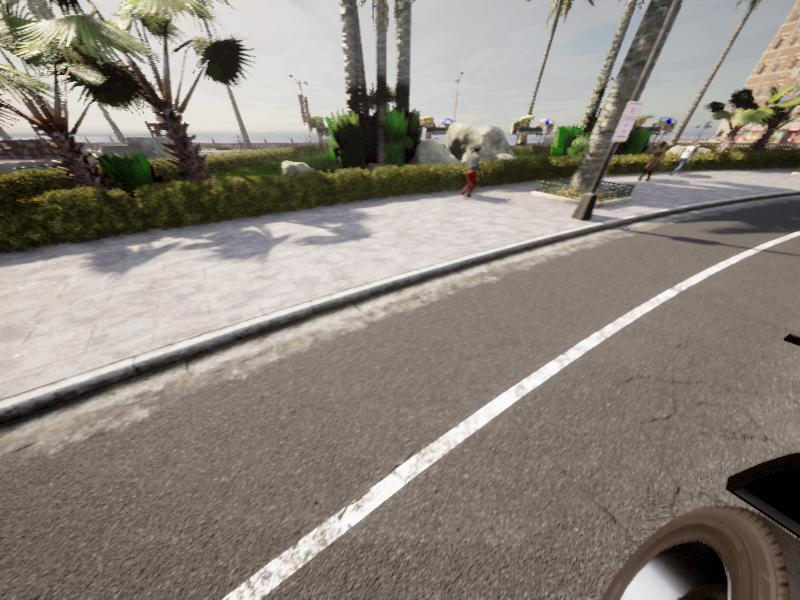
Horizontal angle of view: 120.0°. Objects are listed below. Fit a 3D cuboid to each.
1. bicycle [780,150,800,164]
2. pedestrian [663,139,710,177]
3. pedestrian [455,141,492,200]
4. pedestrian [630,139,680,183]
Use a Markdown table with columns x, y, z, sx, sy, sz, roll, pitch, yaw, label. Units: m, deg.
| x | y | z | sx | sy | sz | roll | pitch | yaw | label |
| --- | --- | --- | --- | --- | --- | --- | --- | --- | --- |
| 34.171 | -12.271 | 19.793 | 1.643 | 1.024 | 0.373 | 2 | 36 | 3 | bicycle |
| 16.805 | -8.367 | 13.604 | 0.751 | 1.860 | 0.751 | -9 | 37 | -12 | pedestrian |
| 2.757 | -4.926 | 8.831 | 0.751 | 1.860 | 0.751 | -15 | 38 | -20 | pedestrian |
| 12.973 | -7.081 | 11.816 | 0.751 | 1.860 | 0.751 | -12 | 37 | -16 | pedestrian |
